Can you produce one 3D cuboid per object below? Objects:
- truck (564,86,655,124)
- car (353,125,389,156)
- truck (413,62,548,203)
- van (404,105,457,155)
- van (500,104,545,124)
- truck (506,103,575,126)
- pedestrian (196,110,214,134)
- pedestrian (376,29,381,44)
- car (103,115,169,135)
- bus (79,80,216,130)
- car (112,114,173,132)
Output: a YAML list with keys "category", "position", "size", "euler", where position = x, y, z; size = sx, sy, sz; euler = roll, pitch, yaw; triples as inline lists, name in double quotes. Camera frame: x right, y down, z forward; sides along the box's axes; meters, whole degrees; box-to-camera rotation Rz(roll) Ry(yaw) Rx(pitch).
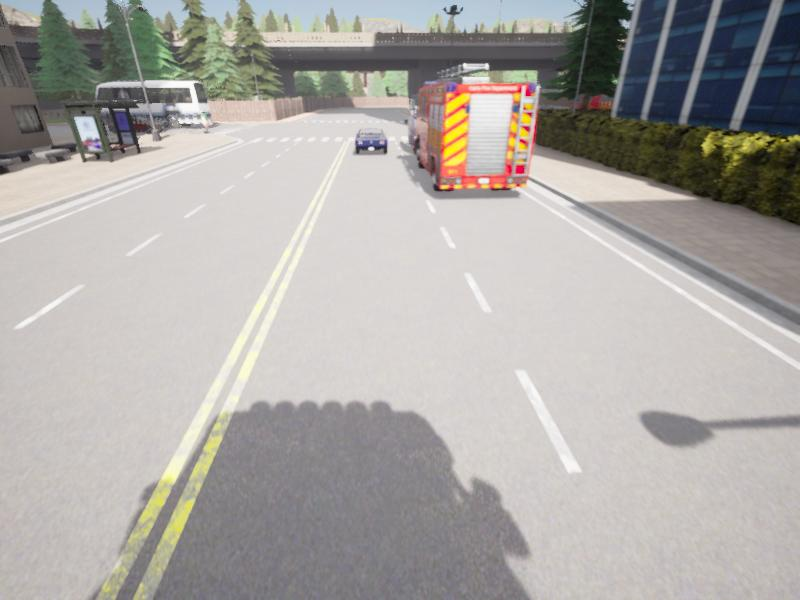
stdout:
- category: "truck"
  position: [24.052, -22.638, 46.346]
  size: [8.468, 3.827, 2.891]
  euler: [-2, 27, -3]
- category: "car"
  position: [-1.738, -9.666, 24.096]
  size: [1.895, 1.301, 4.718]
  euler: [-2, 27, -3]
- category: "truck"
  position: [2.366, -6.728, 15.565]
  size: [2.891, 3.827, 8.468]
  euler: [-2, 27, -3]
- category: "van"
  position: [1.691, -10.720, 24.889]
  size: [2.351, 2.431, 6.366]
  euler: [-2, 27, -3]
- category: "van"
  position: [14.086, -21.482, 46.169]
  size: [4.442, 1.987, 1.775]
  euler: [-2, 27, -3]
- category: "truck"
  position: [15.037, -19.964, 43.078]
  size: [6.274, 2.098, 2.390]
  euler: [-2, 27, -3]
- category: "pedestrian"
  position: [-16.787, -15.296, 34.389]
  size: [0.751, 1.860, 0.751]
  euler: [15, 31, 27]
- category: "pedestrian"
  position: [-3.307, -40.611, 61.667]
  size: [0.751, 1.860, 0.751]
  euler: [-2, 27, -4]
- category: "car"
  position: [-22.808, -15.186, 34.692]
  size: [4.193, 1.474, 1.816]
  euler: [-2, 27, -4]
- category: "bus"
  position: [-24.856, -19.555, 40.185]
  size: [10.273, 4.253, 3.944]
  euler: [-2, 27, -3]
- category: "car"
  position: [-24.192, -16.679, 37.731]
  size: [4.181, 1.385, 1.994]
  euler: [-2, 27, -4]
